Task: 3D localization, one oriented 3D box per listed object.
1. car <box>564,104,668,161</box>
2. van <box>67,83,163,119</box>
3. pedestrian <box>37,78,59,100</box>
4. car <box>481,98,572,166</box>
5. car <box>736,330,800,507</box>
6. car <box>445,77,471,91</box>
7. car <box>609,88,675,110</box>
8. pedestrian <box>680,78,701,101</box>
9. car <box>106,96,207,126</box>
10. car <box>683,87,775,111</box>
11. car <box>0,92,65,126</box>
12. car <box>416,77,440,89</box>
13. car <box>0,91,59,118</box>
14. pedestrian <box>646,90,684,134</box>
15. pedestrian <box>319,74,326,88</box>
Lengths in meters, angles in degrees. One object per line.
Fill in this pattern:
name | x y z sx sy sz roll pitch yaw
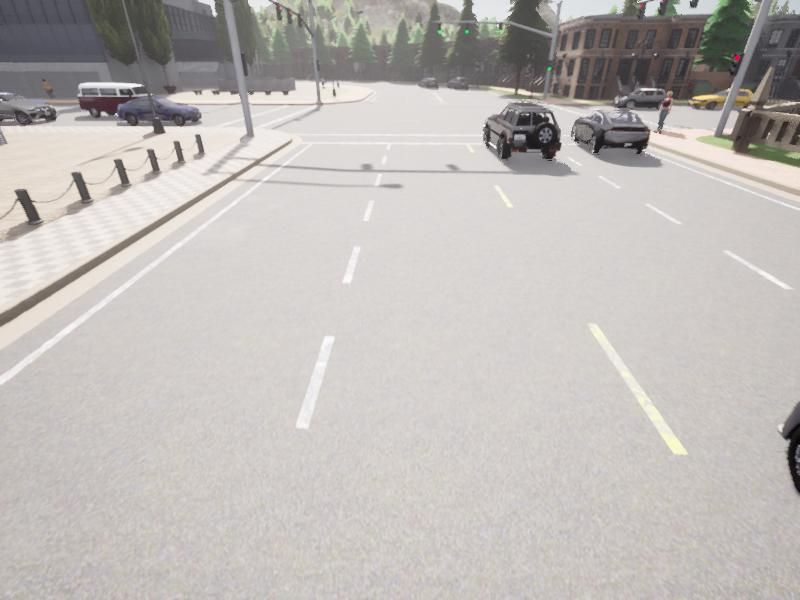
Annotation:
car | 8.593 -7.048 16.557 2.128 1.511 4.902 3 31 6
van | -19.018 -13.424 26.906 4.480 2.038 2.069 1 30 1
pedestrian | -34.031 -20.410 38.664 0.751 1.860 0.751 -1 30 -2
car | 4.601 -6.618 15.450 1.932 1.855 4.605 0 30 -1
car | 4.223 1.858 1.219 2.152 1.651 5.027 1 30 1
car | 8.637 -32.612 60.229 2.242 1.667 4.611 -7 31 -12
car | 19.373 -16.156 32.170 3.806 1.475 1.970 1 30 1
pedestrian | 27.232 -19.694 37.494 0.751 1.860 0.751 -3 30 -5
car | -14.386 -11.306 23.881 4.674 1.442 1.812 2 30 3
car | 26.166 -16.099 31.978 5.366 1.575 1.801 1 30 1
car | -23.828 -11.549 24.111 5.027 1.651 2.152 1 30 1
car | 4.364 -33.937 62.549 2.163 1.488 4.792 -9 32 -15
car | -26.716 -13.322 27.224 5.008 1.535 1.882 1 30 1
pedestrian | 12.744 -9.057 19.299 0.751 1.860 0.751 -11 32 -17
pedestrian | -11.488 -32.507 59.370 0.751 1.860 0.751 -2 30 -3
